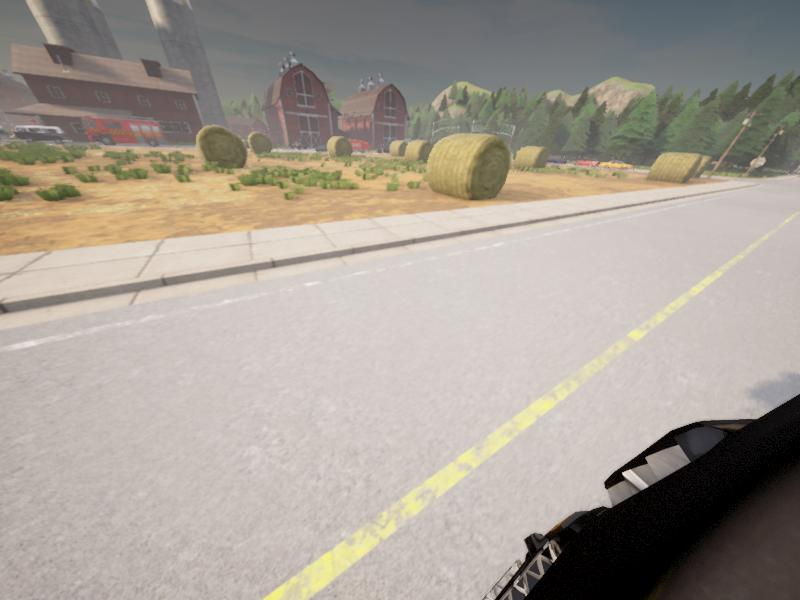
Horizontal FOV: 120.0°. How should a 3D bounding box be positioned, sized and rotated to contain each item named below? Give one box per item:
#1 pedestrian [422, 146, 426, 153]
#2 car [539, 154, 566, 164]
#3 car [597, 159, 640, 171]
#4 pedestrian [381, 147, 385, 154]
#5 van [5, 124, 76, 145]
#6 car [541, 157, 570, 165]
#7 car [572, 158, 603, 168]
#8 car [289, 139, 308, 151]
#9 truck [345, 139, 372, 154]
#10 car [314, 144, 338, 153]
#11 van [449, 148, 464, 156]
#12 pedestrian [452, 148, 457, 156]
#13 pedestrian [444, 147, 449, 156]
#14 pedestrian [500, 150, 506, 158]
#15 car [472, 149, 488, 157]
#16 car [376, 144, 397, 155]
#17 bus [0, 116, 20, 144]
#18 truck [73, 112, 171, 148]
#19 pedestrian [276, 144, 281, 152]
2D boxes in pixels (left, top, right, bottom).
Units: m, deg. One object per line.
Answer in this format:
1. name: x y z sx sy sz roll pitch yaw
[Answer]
1. pedestrian: 8.027 -50.365 77.202 0.751 1.860 0.751 -9 36 -17
2. car: 35.666 -33.047 54.151 2.097 1.767 4.553 -18 39 -28
3. car: 40.428 -25.045 42.873 1.801 1.575 5.366 -18 39 -28
4. pedestrian: -3.709 -32.084 49.641 0.751 1.300 0.751 -5 35 -11
5. van: -49.082 -22.687 31.745 4.480 2.038 2.069 -18 40 -29
6. car: 34.147 -30.603 50.840 1.895 1.301 4.718 -18 39 -28
7. car: 39.785 -29.181 49.054 2.007 1.525 4.514 -18 39 -28
8. car: -22.409 -34.617 51.400 1.905 1.878 3.866 15 37 7
9. truck: -9.171 -34.050 51.384 5.204 2.467 2.627 -19 40 -29
10. car: -15.298 -31.529 48.113 4.181 1.385 1.994 -19 40 -28
11. van: 17.210 -45.178 70.409 4.442 1.987 1.775 -19 40 -29
12. pedestrian: 14.821 -39.965 62.297 0.751 1.860 0.751 27 41 31
13. pedestrian: 11.954 -38.134 59.355 0.751 1.860 0.751 -24 43 -34
14. pedestrian: 31.359 -44.488 70.320 0.751 1.860 0.751 26 40 30
15. car: 26.206 -48.188 75.689 4.605 1.855 1.932 -19 40 -29
16. car: -3.193 -35.843 55.048 4.605 1.855 1.932 -19 40 -29
17. bus: -52.708 -19.867 25.309 3.944 4.253 10.273 19 37 22
18. truck: -41.792 -25.887 35.473 8.468 3.827 2.891 -19 40 -29
19. pedestrian: -20.873 -26.136 39.636 0.500 1.100 0.500 -16 39 -26
